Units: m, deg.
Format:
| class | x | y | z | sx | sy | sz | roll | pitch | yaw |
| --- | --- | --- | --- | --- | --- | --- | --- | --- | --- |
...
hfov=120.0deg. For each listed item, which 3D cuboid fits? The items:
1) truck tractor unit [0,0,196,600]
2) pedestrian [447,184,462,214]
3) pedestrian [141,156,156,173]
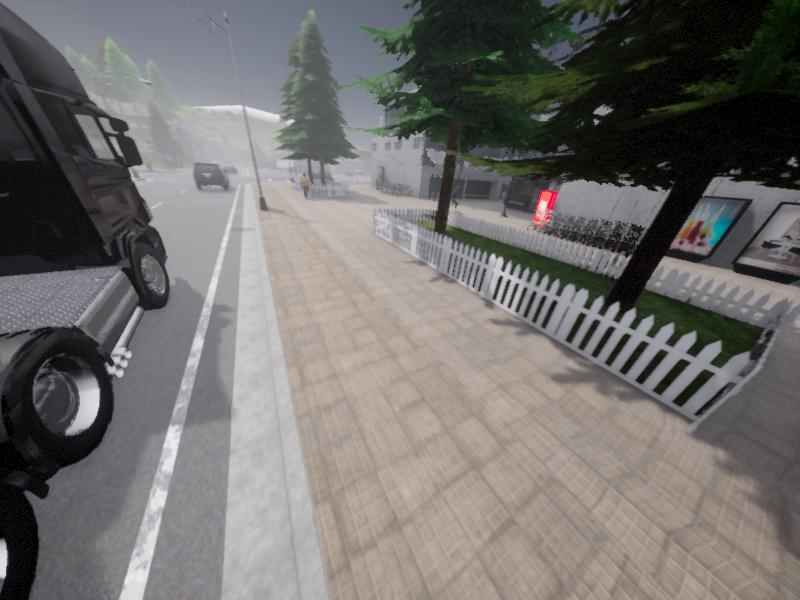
| class | x | y | z | sx | sy | sz | roll | pitch | yaw |
| --- | --- | --- | --- | --- | --- | --- | --- | --- | --- |
| truck tractor unit | -4.381 | -0.669 | 1.470 | 3.053 | 4.208 | 6.516 | -13 | 34 | -29 |
| pedestrian | 3.923 | -7.268 | 16.637 | 0.751 | 1.860 | 0.751 | 10 | 29 | 9 |
| pedestrian | -33.840 | -18.268 | 31.109 | 0.751 | 1.860 | 0.751 | 26 | 35 | 33 |
